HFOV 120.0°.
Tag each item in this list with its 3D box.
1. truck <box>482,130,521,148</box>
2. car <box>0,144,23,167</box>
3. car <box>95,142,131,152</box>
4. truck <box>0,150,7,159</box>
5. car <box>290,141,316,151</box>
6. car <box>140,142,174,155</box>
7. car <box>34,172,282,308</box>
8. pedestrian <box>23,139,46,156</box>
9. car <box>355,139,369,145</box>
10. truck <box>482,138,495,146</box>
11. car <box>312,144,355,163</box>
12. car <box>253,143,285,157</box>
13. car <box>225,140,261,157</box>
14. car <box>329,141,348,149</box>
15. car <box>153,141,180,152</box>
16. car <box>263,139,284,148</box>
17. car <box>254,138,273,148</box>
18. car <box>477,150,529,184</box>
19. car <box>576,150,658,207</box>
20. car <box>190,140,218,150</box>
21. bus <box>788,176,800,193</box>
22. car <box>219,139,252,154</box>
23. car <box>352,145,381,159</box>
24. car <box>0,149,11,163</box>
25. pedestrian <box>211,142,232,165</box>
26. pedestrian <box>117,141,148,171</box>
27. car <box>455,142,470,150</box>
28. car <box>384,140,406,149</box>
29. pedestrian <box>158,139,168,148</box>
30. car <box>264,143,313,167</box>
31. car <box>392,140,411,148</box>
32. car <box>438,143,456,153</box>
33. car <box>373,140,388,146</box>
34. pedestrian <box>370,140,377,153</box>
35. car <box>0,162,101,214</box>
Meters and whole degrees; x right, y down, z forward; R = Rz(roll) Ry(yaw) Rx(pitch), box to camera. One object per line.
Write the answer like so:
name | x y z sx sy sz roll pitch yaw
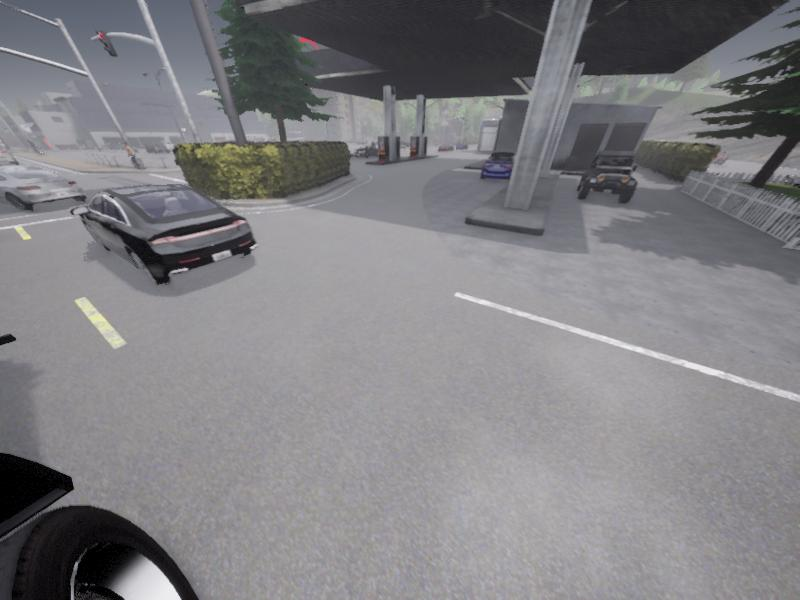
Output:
truck | 27.512 -43.772 62.890 8.468 3.827 2.891 22 41 28
car | -38.307 -13.545 21.645 5.027 1.651 2.152 19 40 25
car | -59.350 -31.729 47.801 1.816 1.474 4.193 19 40 25
truck | -54.060 -20.032 28.909 8.468 3.827 2.891 20 40 25
car | -19.132 -30.286 45.441 4.514 1.523 2.007 19 40 25
car | -38.394 -23.965 36.483 4.514 1.523 2.007 19 40 25
car | -5.375 -1.759 5.204 4.902 1.511 2.128 20 39 25
pedestrian | -46.749 -19.507 29.564 0.751 1.860 0.751 24 42 30
car | -13.645 -57.020 83.302 4.605 1.855 1.932 19 40 25
truck | 29.910 -53.605 78.302 2.390 2.098 6.274 19 40 25
car | -7.977 -18.067 28.391 2.033 1.649 4.856 20 40 25
car | -18.977 -21.782 33.515 3.806 1.475 1.970 19 40 25
car | -21.232 -20.562 31.294 3.866 1.878 1.905 19 40 25
car | -13.886 -35.175 52.401 3.633 1.501 1.845 19 40 25
car | -42.500 -27.944 41.999 3.806 1.475 1.970 19 40 25
car | -31.598 -39.164 57.651 4.605 1.855 1.932 19 40 25
car | -32.760 -37.626 55.438 3.866 1.878 1.905 19 40 25
car | 7.497 -9.726 16.675 2.242 1.667 4.611 19 40 25
car | 10.067 -6.022 11.145 1.905 1.878 3.866 19 40 25
car | -39.431 -31.265 46.564 5.027 1.636 2.152 19 40 25
bus | 20.916 -4.868 7.455 3.944 4.253 10.273 20 40 26
car | -26.233 -24.532 36.945 4.605 1.855 1.932 19 40 25
car | -4.650 -21.107 32.827 1.970 1.475 3.806 20 40 25
car | -44.456 -15.677 24.734 4.974 1.542 2.038 19 40 26
pedestrian | -17.224 -14.168 22.359 0.751 1.860 0.751 20 40 25
pedestrian | -20.573 -11.094 17.783 0.751 1.860 0.751 25 42 31
car | 14.053 -34.698 52.075 1.816 1.474 4.193 20 40 25
car | -1.162 -38.687 57.398 5.027 1.636 2.152 19 40 25
pedestrian | -58.268 -38.526 56.780 0.751 1.860 0.751 21 40 27
car | -11.374 -15.010 23.834 1.905 1.878 3.866 20 40 25
car | 0.429 -40.239 59.612 4.514 1.523 2.007 19 40 25
car | 9.310 -30.229 45.840 1.994 1.385 4.181 20 40 25
car | -6.899 -54.531 80.126 4.792 1.488 2.163 19 39 25
pedestrian | -4.569 -26.195 39.389 0.751 1.860 0.751 20 40 25
car | -15.950 -4.822 9.741 4.674 1.442 1.812 9 36 11
